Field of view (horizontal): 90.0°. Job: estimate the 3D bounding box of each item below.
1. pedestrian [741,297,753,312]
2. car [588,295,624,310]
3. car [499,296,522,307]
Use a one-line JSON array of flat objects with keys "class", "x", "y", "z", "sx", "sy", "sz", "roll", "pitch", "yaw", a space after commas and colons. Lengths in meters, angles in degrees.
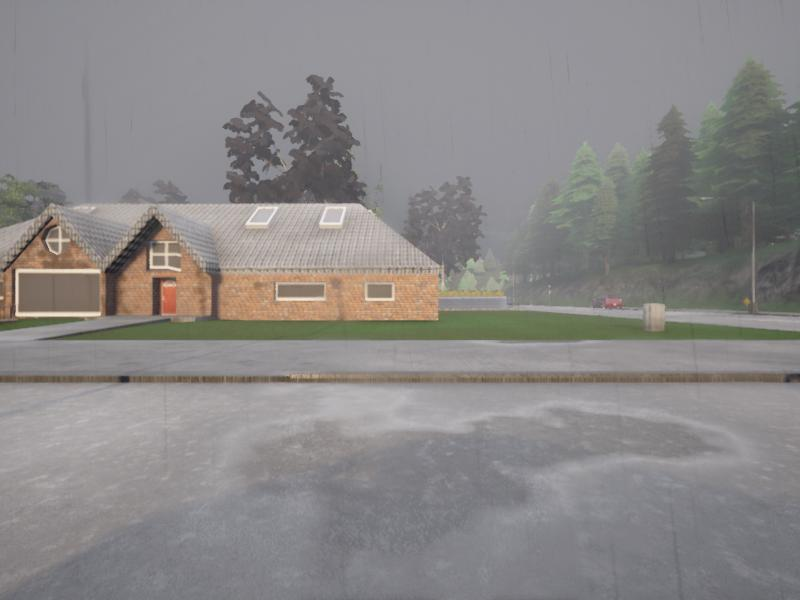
[{"class": "pedestrian", "x": 25.521, "y": 0.310, "z": 29.409, "sx": 0.500, "sy": 1.100, "sz": 0.500, "roll": 0, "pitch": 0, "yaw": 15}, {"class": "car", "x": 21.232, "y": 0.224, "z": 41.348, "sx": 1.845, "sy": 1.501, "sz": 3.633, "roll": 0, "pitch": 0, "yaw": 0}, {"class": "car", "x": 17.212, "y": 0.222, "z": 62.568, "sx": 2.038, "sy": 1.542, "sz": 4.974, "roll": 0, "pitch": 0, "yaw": -2}]
